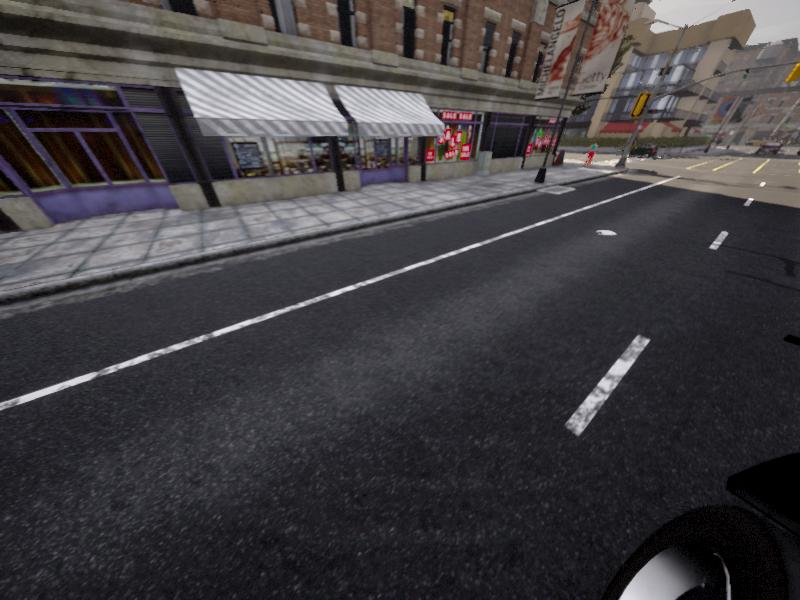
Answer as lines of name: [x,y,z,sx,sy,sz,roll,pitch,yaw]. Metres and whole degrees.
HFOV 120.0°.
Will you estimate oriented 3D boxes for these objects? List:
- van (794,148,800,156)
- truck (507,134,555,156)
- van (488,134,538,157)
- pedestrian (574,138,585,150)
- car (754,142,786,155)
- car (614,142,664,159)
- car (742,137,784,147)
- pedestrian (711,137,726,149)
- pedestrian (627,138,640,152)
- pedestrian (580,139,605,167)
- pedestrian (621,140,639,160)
van: [55.133,-20.400,30.657,4.480,2.038,2.069,-23,41,-28]
truck: [19.495,-23.366,34.750,2.627,2.467,5.204,-23,41,-28]
van: [16.230,-22.537,33.538,1.988,2.561,5.915,-23,41,-29]
pedestrian: [33.011,-28.728,42.476,0.751,1.860,0.751,-23,41,-29]
car: [53.610,-22.004,33.460,4.674,1.442,1.812,-22,41,-28]
car: [29.429,-18.496,28.573,1.789,1.549,3.705,-23,41,-28]
car: [83.340,-36.336,53.188,1.932,1.855,4.605,-16,38,-20]
pedestrian: [59.511,-29.342,43.154,0.751,1.860,0.751,-16,38,-21]
pedestrian: [35.624,-23.663,35.276,0.751,1.860,0.751,23,41,29]
pedestrian: [15.525,-11.867,18.698,0.751,1.860,0.751,-23,41,-29]
pedestrian: [25.980,-16.963,26.111,0.751,1.860,0.751,29,44,34]
